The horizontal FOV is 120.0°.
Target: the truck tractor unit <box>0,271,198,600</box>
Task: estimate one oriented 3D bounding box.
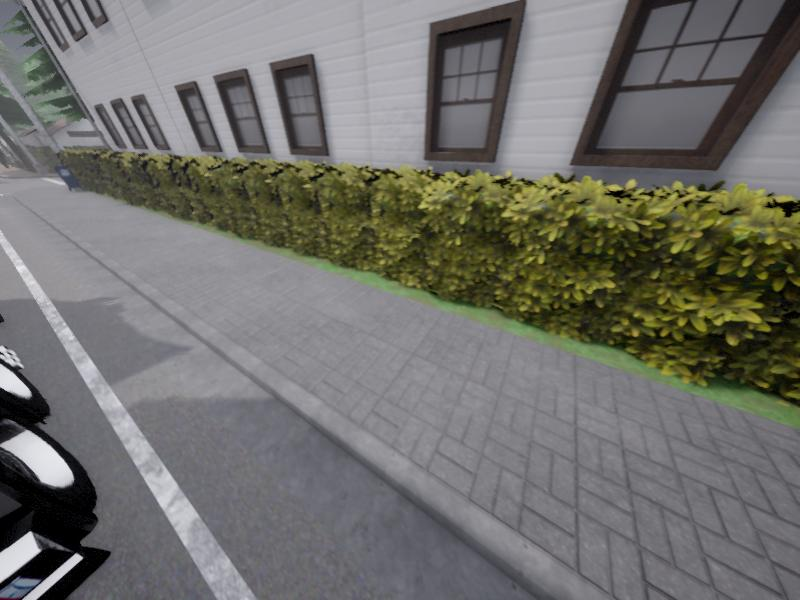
[{"bbox_3d":[-5.123,-0.289,0.761,6.516,4.208,3.053,18,39,24],"label":"truck tractor unit"}]

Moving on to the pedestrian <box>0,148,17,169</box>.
[{"bbox_3d":[-37.082,-13.247,21.407,0.751,1.860,0.751,19,39,25],"label":"pedestrian"}]
